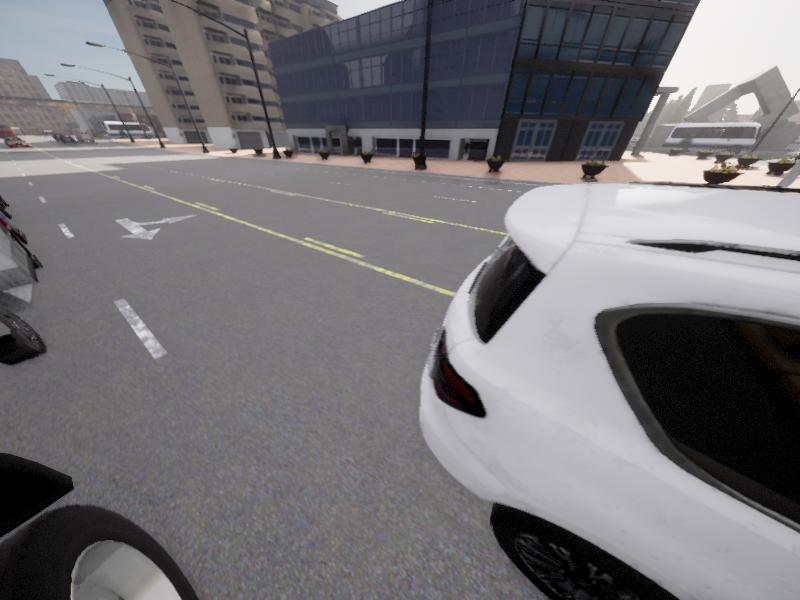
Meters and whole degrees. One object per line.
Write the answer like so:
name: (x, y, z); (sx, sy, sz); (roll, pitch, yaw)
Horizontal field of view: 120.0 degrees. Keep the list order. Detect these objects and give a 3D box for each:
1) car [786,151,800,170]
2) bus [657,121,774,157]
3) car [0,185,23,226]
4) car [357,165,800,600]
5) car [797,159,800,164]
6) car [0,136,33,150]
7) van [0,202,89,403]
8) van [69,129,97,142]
car: (36.216, -11.941, 19.747); (1.845, 1.501, 3.633); (22, 41, 27)
bus: (50.795, -26.337, 37.841); (3.944, 4.253, 10.273); (-24, 42, -30)
car: (-14.730, -3.391, 7.422); (4.902, 1.511, 2.128); (22, 41, 28)
car: (2.749, 0.961, 0.789); (5.566, 2.045, 2.150); (22, 41, 28)
car: (44.975, -15.017, 24.131); (1.930, 1.638, 5.238); (27, 43, 32)
car: (-65.609, -26.910, 39.516); (4.611, 1.667, 2.242); (24, 41, 27)
van: (-7.062, -0.720, 2.817); (6.366, 2.431, 2.351); (22, 41, 28)
van: (-75.280, -39.056, 54.882); (6.366, 2.431, 2.351); (23, 41, 27)
